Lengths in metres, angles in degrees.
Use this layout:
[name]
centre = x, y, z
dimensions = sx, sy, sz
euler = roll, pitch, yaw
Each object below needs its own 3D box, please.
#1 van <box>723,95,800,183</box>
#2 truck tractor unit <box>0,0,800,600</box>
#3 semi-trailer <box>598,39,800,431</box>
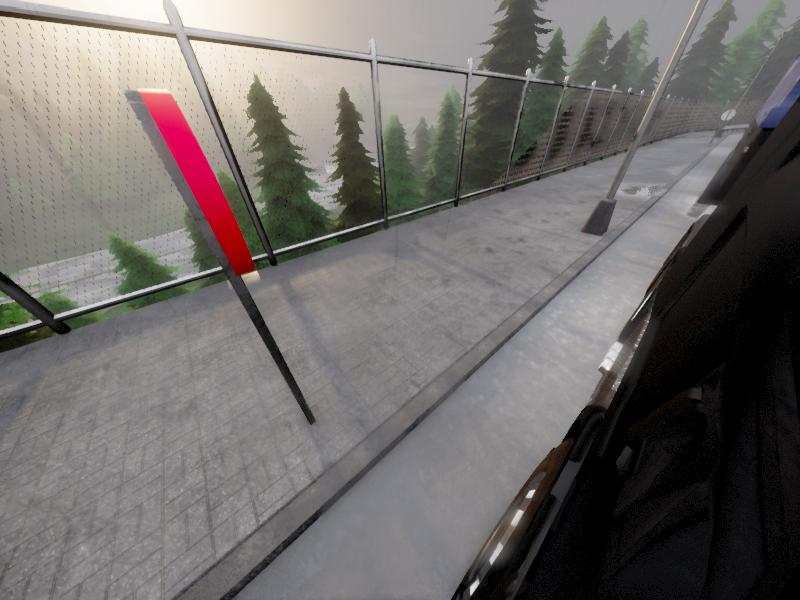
[van]
centre = 16.358, -6.919, 9.753
dimensions = 5.915, 2.561, 1.988
euler = -28, 44, -30
[truck tractor unit]
centre = 2.645, -0.295, 0.351
dimensions = 6.516, 4.208, 3.053
euler = -28, 44, -30
[semi-trailer]
centre = 8.699, -3.606, 4.225
dimensions = 14.254, 4.402, 2.717
euler = -28, 44, -30
